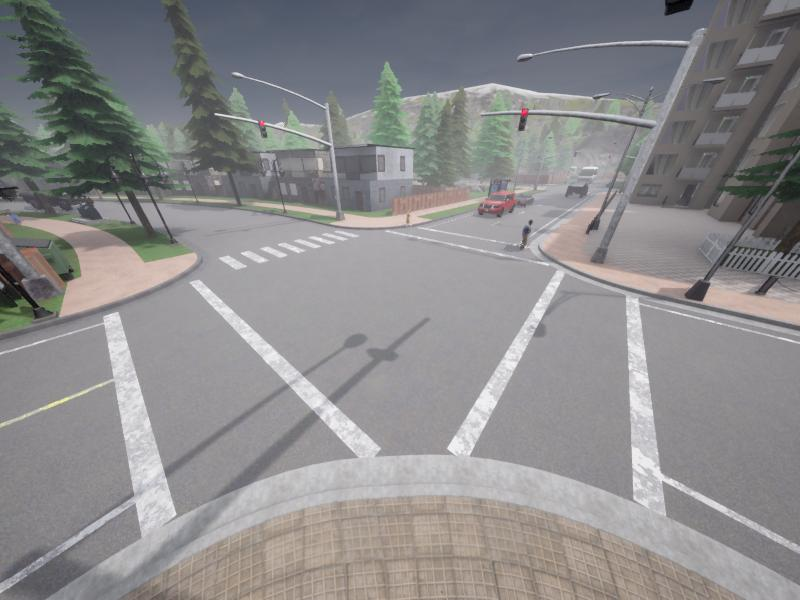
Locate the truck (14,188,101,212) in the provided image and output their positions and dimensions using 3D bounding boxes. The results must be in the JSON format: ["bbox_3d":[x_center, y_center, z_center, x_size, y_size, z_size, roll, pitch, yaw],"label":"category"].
[{"bbox_3d":[-38.489,-11.356,26.098,6.274,2.098,2.390,5,30,8],"label":"truck"}]

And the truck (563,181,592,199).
[{"bbox_3d":[28.995,-18.004,37.652,2.390,2.098,6.274,24,38,35],"label":"truck"}]

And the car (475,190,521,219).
[{"bbox_3d":[10.071,-9.866,23.608,2.150,2.045,5.566,24,38,35],"label":"car"}]

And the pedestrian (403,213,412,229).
[{"bbox_3d":[0.587,-6.270,18.278,0.500,1.100,0.500,18,35,28],"label":"pedestrian"}]

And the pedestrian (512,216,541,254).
[{"bbox_3d":[7.056,-3.647,12.976,0.751,1.860,0.751,-21,36,-32],"label":"pedestrian"}]

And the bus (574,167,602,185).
[{"bbox_3d":[53.958,-35.694,66.140,3.944,4.253,10.273,24,38,35],"label":"bus"}]

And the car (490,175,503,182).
[{"bbox_3d":[29.590,-37.325,71.038,1.932,1.855,4.605,23,37,34],"label":"car"}]

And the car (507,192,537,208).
[{"bbox_3d":[15.349,-12.575,28.979,1.994,1.385,4.181,24,38,35],"label":"car"}]
